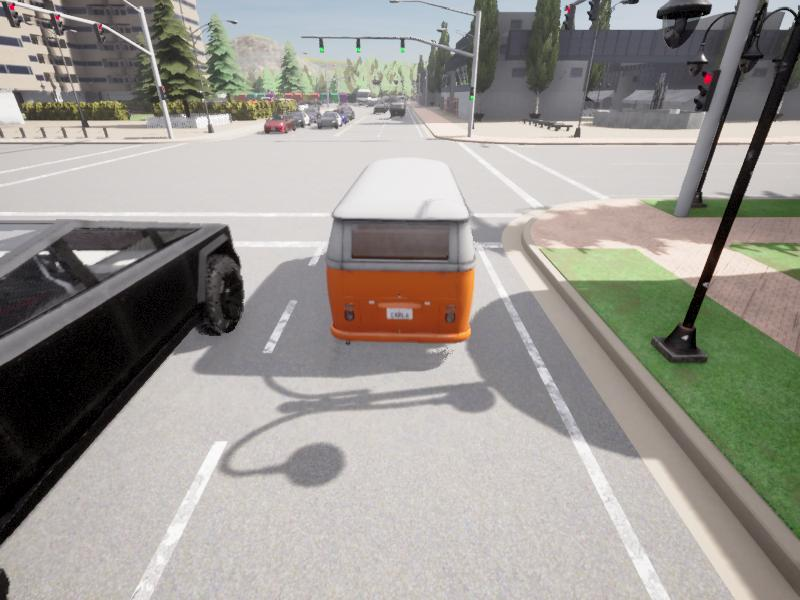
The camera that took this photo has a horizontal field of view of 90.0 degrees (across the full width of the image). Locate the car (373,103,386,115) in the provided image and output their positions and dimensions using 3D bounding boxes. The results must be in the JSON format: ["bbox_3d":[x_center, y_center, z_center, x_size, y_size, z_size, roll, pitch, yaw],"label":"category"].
[{"bbox_3d":[-3.460,-32.799,68.587,1.930,1.638,5.238,0,27,0],"label":"car"}]

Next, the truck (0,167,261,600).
[{"bbox_3d":[-3.498,0.484,3.371,2.390,2.098,6.274,0,27,0],"label":"truck"}]

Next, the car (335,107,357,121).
[{"bbox_3d":[-6.970,-24.089,51.792,2.128,1.511,4.902,0,27,0],"label":"car"}]

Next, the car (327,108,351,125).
[{"bbox_3d":[-6.972,-21.182,46.123,2.007,1.525,4.514,0,27,0],"label":"car"}]

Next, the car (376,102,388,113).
[{"bbox_3d":[-3.456,-36.559,75.891,2.033,1.649,4.856,0,27,0],"label":"car"}]

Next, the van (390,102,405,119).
[{"bbox_3d":[-0.331,-26.667,56.285,1.775,1.987,4.442,2,27,4],"label":"van"}]

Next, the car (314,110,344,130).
[{"bbox_3d":[-6.977,-17.990,39.912,2.038,1.542,4.974,0,27,0],"label":"car"}]

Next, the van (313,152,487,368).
[{"bbox_3d":[0.091,-1.070,6.515,1.775,1.987,4.442,1,27,2],"label":"van"}]

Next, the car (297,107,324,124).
[{"bbox_3d":[-10.471,-21.703,47.024,2.033,1.649,4.856,0,27,0],"label":"car"}]

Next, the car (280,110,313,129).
[{"bbox_3d":[-10.476,-18.478,40.860,2.038,1.542,4.974,0,27,0],"label":"car"}]

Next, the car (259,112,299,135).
[{"bbox_3d":[-10.542,-15.624,35.316,2.007,1.525,4.514,1,27,2],"label":"car"}]
